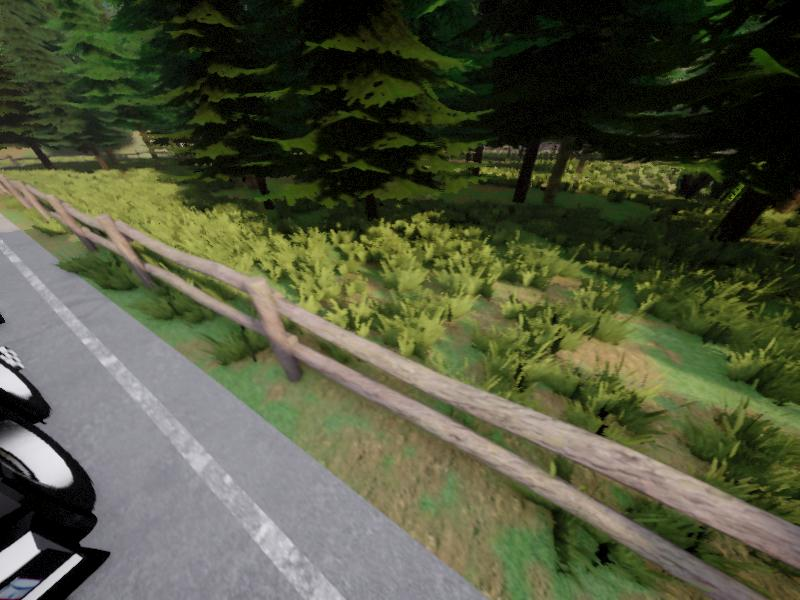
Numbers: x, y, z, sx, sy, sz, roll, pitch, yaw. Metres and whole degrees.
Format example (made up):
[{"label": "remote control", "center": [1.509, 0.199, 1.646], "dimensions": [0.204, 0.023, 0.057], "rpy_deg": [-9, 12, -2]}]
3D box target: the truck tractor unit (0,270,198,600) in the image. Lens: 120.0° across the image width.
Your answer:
[{"label": "truck tractor unit", "center": [-5.124, -0.286, 0.766], "dimensions": [6.516, 4.208, 3.053], "rpy_deg": [18, 39, 24]}]
